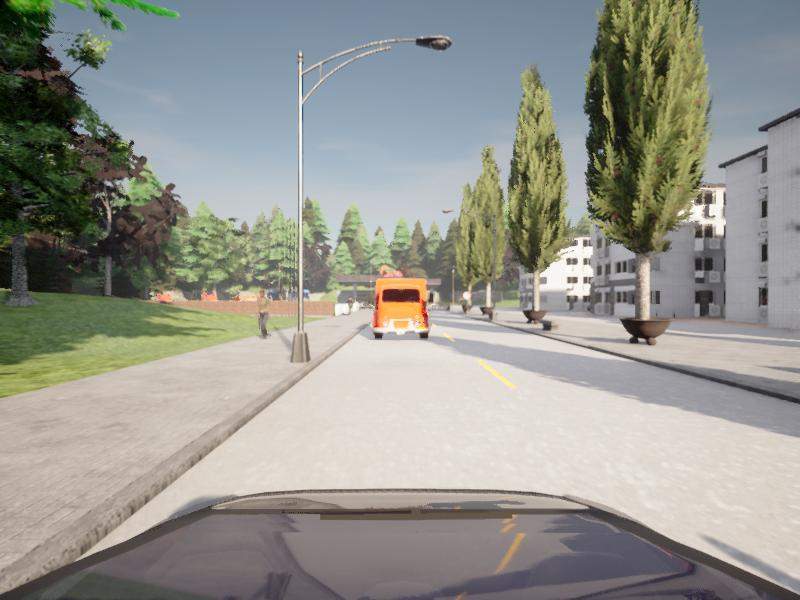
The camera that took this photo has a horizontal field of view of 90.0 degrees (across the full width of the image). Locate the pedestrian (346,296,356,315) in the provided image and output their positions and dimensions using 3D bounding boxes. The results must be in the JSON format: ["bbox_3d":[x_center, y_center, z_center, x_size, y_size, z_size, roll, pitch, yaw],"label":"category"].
[{"bbox_3d":[-4.691,0.514,38.049,0.751,1.860,0.751,0,0,10],"label":"pedestrian"}]

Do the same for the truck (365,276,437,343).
[{"bbox_3d":[0.042,0.344,17.271,2.627,2.467,5.204,0,0,0],"label":"truck"}]

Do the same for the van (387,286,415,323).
[{"bbox_3d":[0.087,0.306,30.806,1.988,2.561,5.915,0,0,0],"label":"van"}]

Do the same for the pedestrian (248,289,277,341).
[{"bbox_3d":[-5.009,0.526,14.627,0.751,1.860,0.751,0,0,4],"label":"pedestrian"}]
